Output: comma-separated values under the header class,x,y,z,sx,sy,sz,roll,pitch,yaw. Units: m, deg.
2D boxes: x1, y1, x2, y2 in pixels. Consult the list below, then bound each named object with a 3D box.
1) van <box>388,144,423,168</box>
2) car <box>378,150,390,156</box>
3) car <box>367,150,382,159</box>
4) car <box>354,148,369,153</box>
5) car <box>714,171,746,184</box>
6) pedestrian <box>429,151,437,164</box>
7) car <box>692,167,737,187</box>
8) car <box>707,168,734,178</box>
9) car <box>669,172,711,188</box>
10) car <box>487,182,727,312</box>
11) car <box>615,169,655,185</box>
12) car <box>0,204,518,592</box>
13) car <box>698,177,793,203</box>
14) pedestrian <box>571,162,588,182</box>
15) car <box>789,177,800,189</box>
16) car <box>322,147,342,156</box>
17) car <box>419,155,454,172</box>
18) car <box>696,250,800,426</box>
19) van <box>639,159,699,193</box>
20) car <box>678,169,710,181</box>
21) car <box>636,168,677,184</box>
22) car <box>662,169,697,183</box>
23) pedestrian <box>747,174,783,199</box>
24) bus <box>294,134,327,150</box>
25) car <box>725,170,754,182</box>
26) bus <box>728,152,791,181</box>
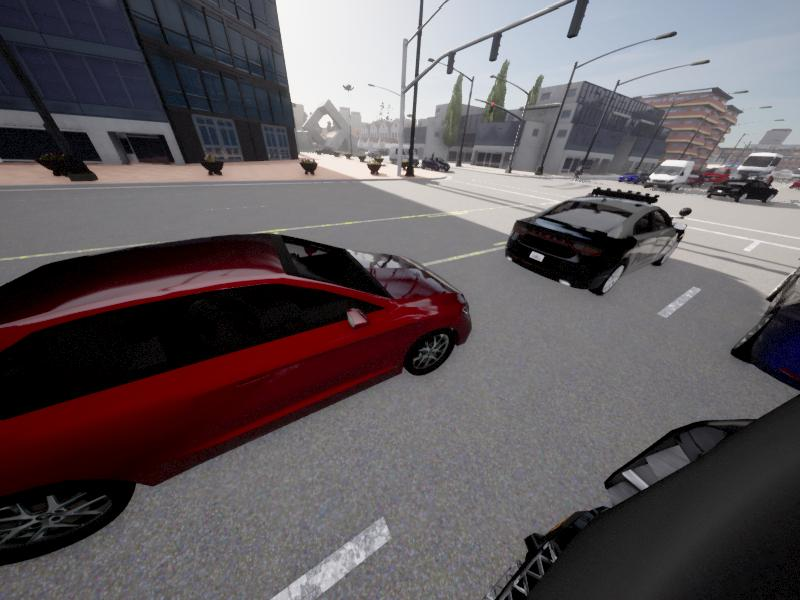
class,x,y,z,sx,sy,sz,roll,pitch,yaw
van,0.627,-20.773,33.156,1.988,2.561,5.915,-15,38,-26
car,-4.729,-43.191,67.857,1.837,1.490,4.892,14,35,15
car,-5.576,-31.658,50.229,2.033,1.411,5.357,-8,35,-17
car,-15.275,-58.996,91.049,5.357,1.411,2.033,13,34,14
car,52.764,-19.621,36.888,4.674,1.442,1.812,-17,38,-26
pedestrian,5.742,-24.674,39.940,0.751,1.860,0.751,-17,38,-28
car,43.643,-17.162,32.086,5.566,2.045,2.150,-16,38,-26
car,62.793,-24.928,45.291,5.008,1.535,1.882,-16,38,-26
car,34.784,-14.371,27.681,4.674,1.442,1.812,-15,38,-26
car,4.753,-1.608,5.288,5.238,1.638,1.930,-16,38,-26
car,28.091,-14.750,27.617,4.193,1.474,1.816,-16,38,-27
car,-1.188,0.152,2.294,4.193,1.474,1.816,-16,38,-26
car,27.079,-8.667,18.201,5.008,1.535,1.882,-4,34,-11
pedestrian,19.628,-14.046,25.347,0.751,1.860,0.751,17,35,19
car,57.179,-16.391,32.408,4.181,1.385,1.994,-17,38,-26
car,-14.444,-31.637,49.186,3.633,1.501,1.845,18,36,21
car,4.325,-16.609,28.134,1.816,1.474,4.193,-15,38,-26
car,6.341,0.235,2.774,4.792,1.488,2.163,-16,38,-26
van,26.562,-12.294,22.767,5.915,2.561,1.988,-19,40,-30
car,48.489,-20.624,38.086,4.892,1.490,1.837,-17,38,-26
car,34.107,-16.505,30.693,5.238,1.638,1.930,-16,37,-27
car,42.203,-18.784,34.881,5.008,1.535,1.882,-16,38,-26
pedestrian,32.343,-10.076,20.518,0.751,1.860,0.751,27,40,31
bus,-33.238,-58.414,85.752,10.273,4.253,3.944,-16,38,-28
car,58.536,-21.381,39.780,4.193,1.474,1.816,-17,38,-26
bus,67.752,-25.148,43.558,10.273,4.253,3.944,-16,38,-26
